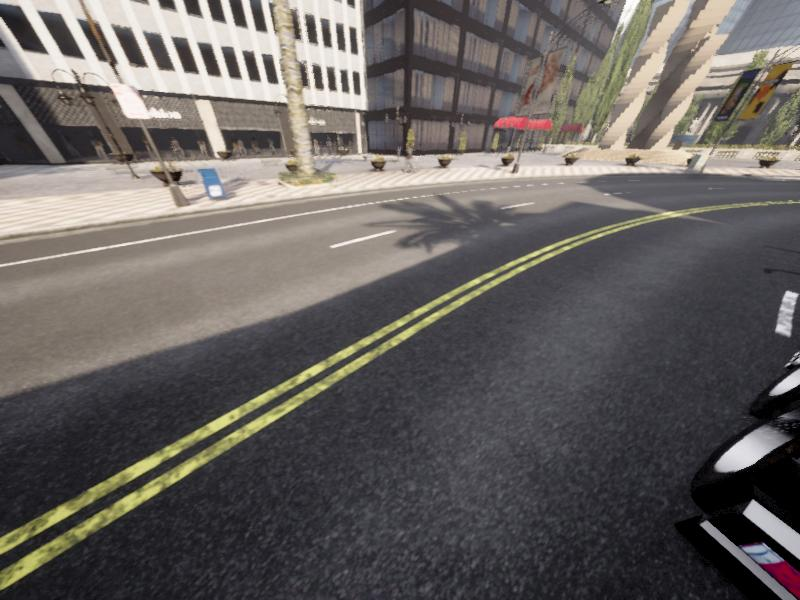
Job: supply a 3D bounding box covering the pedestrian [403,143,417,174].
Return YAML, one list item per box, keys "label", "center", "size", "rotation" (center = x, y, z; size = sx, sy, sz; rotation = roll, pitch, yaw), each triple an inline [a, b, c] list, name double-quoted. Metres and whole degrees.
- label: "pedestrian"
  center: [0.692, -10.208, 16.688]
  size: [0.751, 1.860, 0.751]
  rotation: [-8, 36, -12]

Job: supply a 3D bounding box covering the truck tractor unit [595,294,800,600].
- label: "truck tractor unit"
  center: [5.194, -0.207, 0.690]
  size: [6.516, 4.208, 3.053]
  rotation: [-15, 40, -22]
